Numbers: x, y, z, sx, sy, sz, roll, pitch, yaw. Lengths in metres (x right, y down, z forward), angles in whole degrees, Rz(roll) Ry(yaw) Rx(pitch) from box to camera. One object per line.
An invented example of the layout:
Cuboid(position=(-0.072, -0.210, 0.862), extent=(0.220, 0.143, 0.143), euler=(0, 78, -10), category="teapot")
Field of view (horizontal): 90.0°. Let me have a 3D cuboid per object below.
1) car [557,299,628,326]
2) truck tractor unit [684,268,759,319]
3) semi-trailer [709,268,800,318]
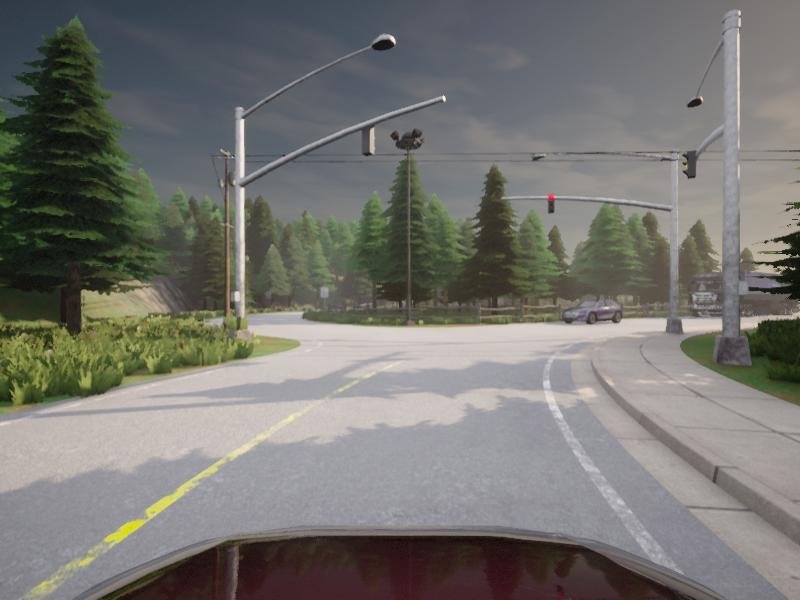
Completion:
Cuboid(position=(13.015, 0.761, 26.981), extent=(4.856, 1.649, 2.033), euler=(0, 0, -31), category="car")
Cuboid(position=(29.081, -0.545, 36.150), extent=(6.516, 4.208, 3.053), euler=(0, 0, -29), category="truck tractor unit")
Cuboid(position=(35.963, -0.645, 40.055), extent=(14.254, 4.402, 2.717), euler=(0, 0, -30), category="semi-trailer")
